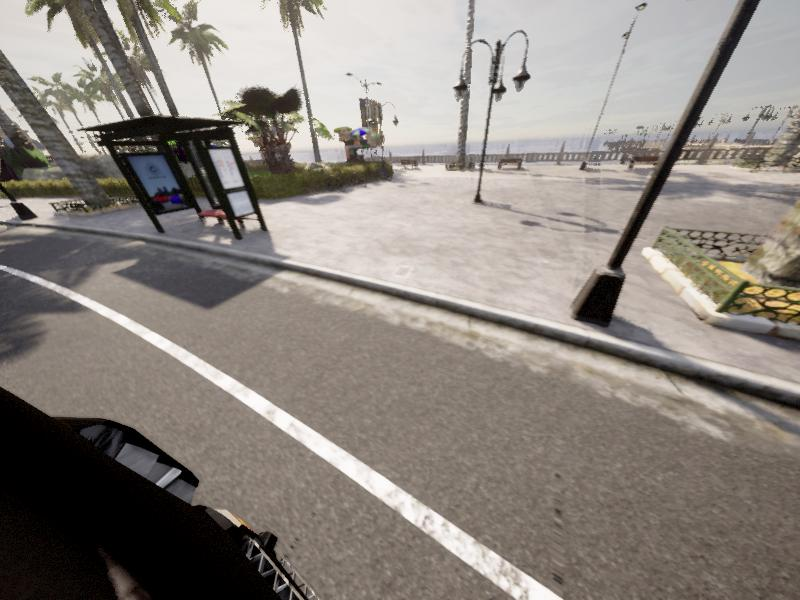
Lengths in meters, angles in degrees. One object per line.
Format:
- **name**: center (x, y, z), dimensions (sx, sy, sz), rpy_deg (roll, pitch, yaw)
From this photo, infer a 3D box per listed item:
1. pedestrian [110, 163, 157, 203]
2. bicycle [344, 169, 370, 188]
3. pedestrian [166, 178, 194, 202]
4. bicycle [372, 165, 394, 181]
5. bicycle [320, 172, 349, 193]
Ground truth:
- **pedestrian**: center (-14.444, -6.347, 12.569), dimensions (0.751, 1.860, 0.751), rpy_deg (13, 37, 23)
- **bicycle**: center (-2.798, -7.890, 14.923), dimensions (1.643, 1.024, 0.373), rpy_deg (16, 38, 26)
- **pedestrian**: center (-11.744, -5.887, 12.376), dimensions (0.500, 1.100, 0.500), rpy_deg (9, 35, 17)
- **bicycle**: center (-1.270, -9.371, 17.061), dimensions (1.643, 1.024, 0.373), rpy_deg (16, 38, 26)
- **bicycle**: center (-3.818, -6.901, 13.497), dimensions (1.643, 1.024, 0.373), rpy_deg (16, 38, 26)
